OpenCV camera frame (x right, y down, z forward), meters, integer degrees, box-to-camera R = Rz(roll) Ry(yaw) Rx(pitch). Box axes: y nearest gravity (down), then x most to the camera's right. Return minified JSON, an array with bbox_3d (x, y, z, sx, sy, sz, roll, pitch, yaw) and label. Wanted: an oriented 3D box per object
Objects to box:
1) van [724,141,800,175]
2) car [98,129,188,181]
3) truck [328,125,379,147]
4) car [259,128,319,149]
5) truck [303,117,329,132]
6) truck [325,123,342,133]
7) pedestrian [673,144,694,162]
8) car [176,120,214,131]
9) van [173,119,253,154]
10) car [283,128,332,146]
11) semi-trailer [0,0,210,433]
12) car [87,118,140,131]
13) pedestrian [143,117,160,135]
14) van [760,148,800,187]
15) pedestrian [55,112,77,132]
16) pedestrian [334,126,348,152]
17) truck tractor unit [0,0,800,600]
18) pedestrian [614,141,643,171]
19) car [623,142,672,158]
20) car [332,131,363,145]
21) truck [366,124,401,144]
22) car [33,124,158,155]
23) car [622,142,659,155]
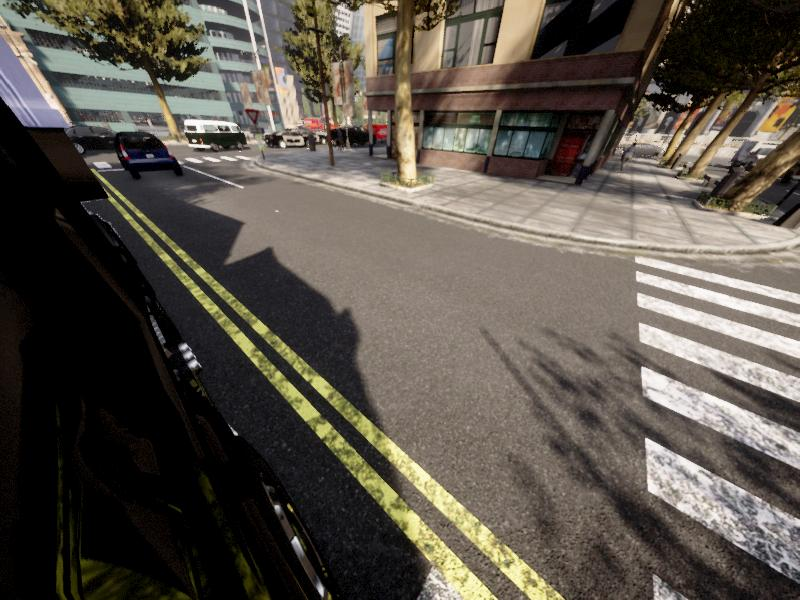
[{"bbox_3d":[35.987,-14.293,23.025,2.351,2.431,6.366,27,43,29],"label":"van"},{"bbox_3d":[-11.781,-6.764,10.605,3.988,1.617,1.851,30,45,32],"label":"car"},{"bbox_3d":[-5.788,-21.142,29.812,2.390,2.098,6.274,28,44,30],"label":"truck"},{"bbox_3d":[-11.475,-17.042,24.345,1.930,1.638,5.238,28,44,30],"label":"car"},{"bbox_3d":[-28.200,-59.147,77.780,8.468,3.827,2.891,23,41,25],"label":"truck"},{"bbox_3d":[-22.679,-58.644,78.594,5.204,2.467,2.627,28,44,30],"label":"truck"},{"bbox_3d":[35.402,-18.371,28.878,0.751,1.860,0.751,24,42,26],"label":"pedestrian"},{"bbox_3d":[-39.574,-33.699,44.754,2.128,1.511,4.902,28,43,30],"label":"car"},{"bbox_3d":[-15.088,-13.558,19.121,2.069,2.038,4.480,11,38,11],"label":"van"},{"bbox_3d":[-11.384,-20.381,28.819,1.930,1.638,5.238,28,43,30],"label":"car"},{"bbox_3d":[-9.219,-3.189,3.635,14.254,4.402,2.717,22,41,23],"label":"semi-trailer"},{"bbox_3d":[-43.804,-26.880,35.430,2.161,1.482,4.786,28,43,30],"label":"car"},{"bbox_3d":[-32.832,-23.037,30.531,0.751,1.860,0.751,32,46,33],"label":"pedestrian"},{"bbox_3d":[28.576,-9.292,16.193,2.069,2.038,4.480,28,43,30],"label":"van"},{"bbox_3d":[-41.682,-22.219,28.874,0.751,1.860,0.751,27,43,29],"label":"pedestrian"},{"bbox_3d":[-5.259,-14.300,20.594,0.751,1.860,0.751,32,46,33],"label":"pedestrian"},{"bbox_3d":[-2.645,-0.295,0.351,6.516,4.208,3.053,28,44,30],"label":"truck tractor unit"},{"bbox_3d":[17.040,-10.744,17.253,0.751,1.860,0.751,27,43,29],"label":"pedestrian"},{"bbox_3d":[37.733,-22.971,35.381,2.242,1.667,4.611,-26,45,-33],"label":"car"},{"bbox_3d":[-7.356,-23.095,32.843,1.970,1.475,3.806,28,44,30],"label":"car"},{"bbox_3d":[-2.606,-26.751,37.227,2.627,2.467,5.204,28,44,30],"label":"truck"},{"bbox_3d":[-20.278,-10.911,15.708,1.837,1.490,4.892,28,43,30],"label":"car"},{"bbox_3d":[44.387,-28.045,42.709,4.514,1.525,2.007,28,44,30],"label":"car"}]
